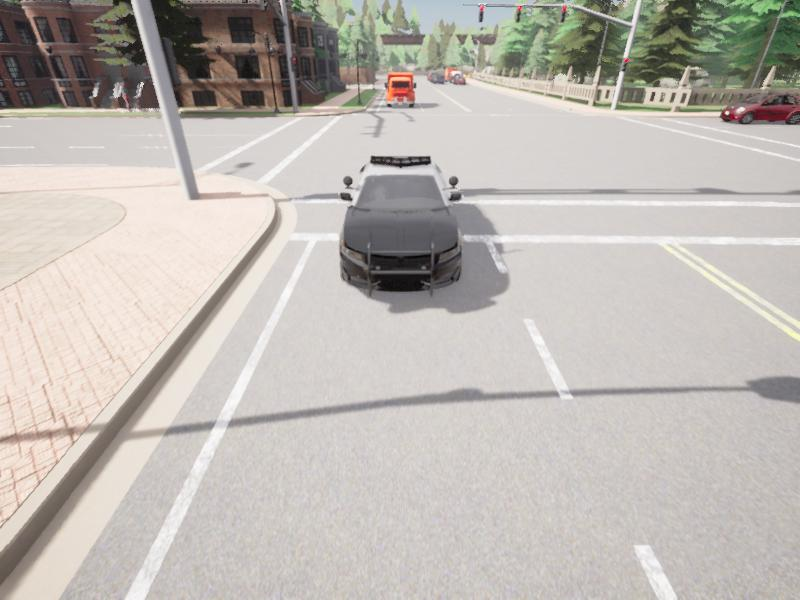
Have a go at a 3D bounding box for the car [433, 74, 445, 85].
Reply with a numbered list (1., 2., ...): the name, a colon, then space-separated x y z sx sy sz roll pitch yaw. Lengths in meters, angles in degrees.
1. car: 7.070 -40.415 73.344 1.851 1.617 3.988 0 30 0

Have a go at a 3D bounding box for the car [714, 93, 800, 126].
1. car: 21.701 -11.426 23.898 3.988 1.617 1.851 1 30 2

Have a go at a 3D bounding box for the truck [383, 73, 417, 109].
1. truck: 0.036 -17.768 33.844 2.627 2.467 5.204 0 31 0

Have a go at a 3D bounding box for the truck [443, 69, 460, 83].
1. truck: 10.579 -46.320 82.566 2.627 2.467 5.204 0 30 0

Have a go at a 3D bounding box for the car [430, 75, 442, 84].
1. car: 7.075 -43.741 79.229 2.033 1.411 5.357 0 30 0

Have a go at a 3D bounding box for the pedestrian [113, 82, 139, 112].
1. pedestrian: -19.293 -14.312 28.207 0.751 1.860 0.751 0 30 0

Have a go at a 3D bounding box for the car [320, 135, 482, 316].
1. car: 0.013 -1.797 7.422 1.930 1.638 5.238 0 30 0

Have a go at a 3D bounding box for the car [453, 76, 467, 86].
1. car: 10.567 -38.834 70.778 1.970 1.475 3.806 0 30 0

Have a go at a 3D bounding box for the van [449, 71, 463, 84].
1. van: 10.571 -42.238 76.027 2.069 2.038 4.480 0 30 0
